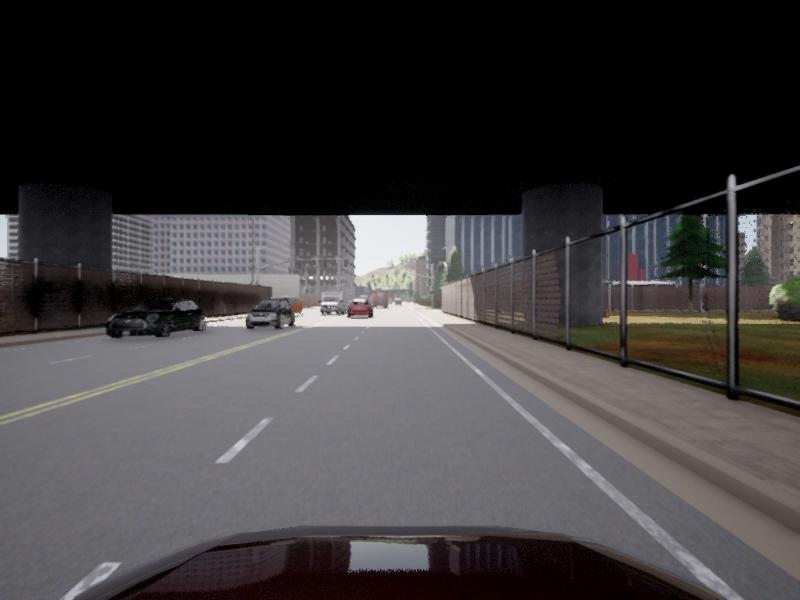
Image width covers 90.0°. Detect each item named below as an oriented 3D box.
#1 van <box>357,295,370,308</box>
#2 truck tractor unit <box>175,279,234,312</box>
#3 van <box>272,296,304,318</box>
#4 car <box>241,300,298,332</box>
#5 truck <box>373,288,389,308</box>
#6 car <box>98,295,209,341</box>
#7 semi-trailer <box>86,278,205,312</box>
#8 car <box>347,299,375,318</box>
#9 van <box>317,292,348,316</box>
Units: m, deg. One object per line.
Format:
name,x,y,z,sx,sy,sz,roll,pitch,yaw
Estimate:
van,-7.316,0.305,80.708,1.988,2.561,5.915,0,0,0
truck tractor unit,-26.325,-0.589,54.165,6.516,4.208,3.053,-1,0,0
van,-10.638,0.592,38.309,1.775,1.987,4.442,0,0,0
car,-7.073,0.784,22.155,1.851,1.617,3.988,0,0,0
truck,-3.813,-0.336,81.840,2.891,3.827,8.468,0,0,0
car,-10.552,0.692,17.652,2.097,1.767,4.553,0,0,0
semi-trailer,-34.234,-0.681,54.142,14.254,4.402,2.717,0,0,0
car,-3.611,0.748,37.580,2.242,1.667,4.611,0,0,-1
van,-7.160,0.370,43.234,2.351,2.431,6.366,0,0,0
